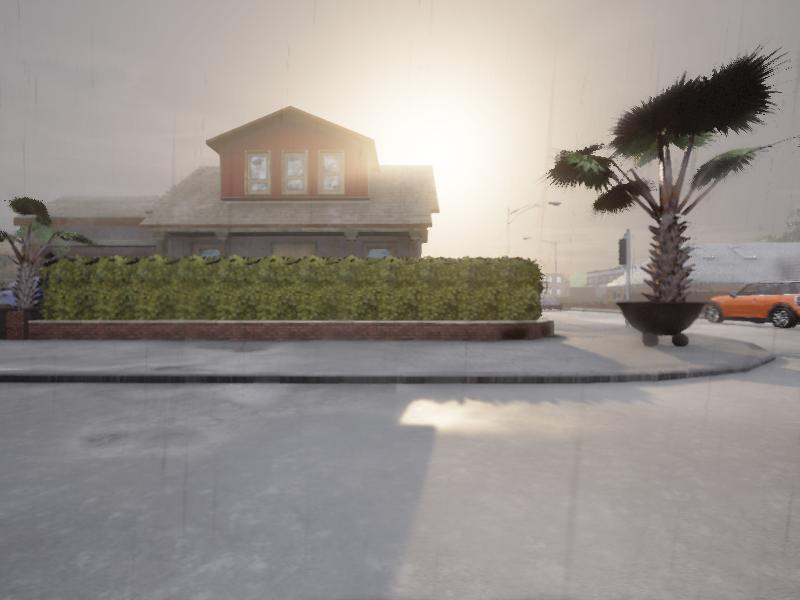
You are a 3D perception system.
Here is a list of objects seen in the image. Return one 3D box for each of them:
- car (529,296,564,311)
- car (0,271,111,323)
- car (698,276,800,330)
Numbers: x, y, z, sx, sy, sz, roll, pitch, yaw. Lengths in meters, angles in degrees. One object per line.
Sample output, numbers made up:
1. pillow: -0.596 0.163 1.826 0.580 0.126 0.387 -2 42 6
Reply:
1. car: 14.372 0.309 39.462 1.994 1.385 4.181 0 0 1
2. car: -11.873 -0.083 13.405 1.845 1.501 3.633 0 0 -2
3. car: 13.976 0.096 15.143 2.097 1.767 4.553 0 0 1
